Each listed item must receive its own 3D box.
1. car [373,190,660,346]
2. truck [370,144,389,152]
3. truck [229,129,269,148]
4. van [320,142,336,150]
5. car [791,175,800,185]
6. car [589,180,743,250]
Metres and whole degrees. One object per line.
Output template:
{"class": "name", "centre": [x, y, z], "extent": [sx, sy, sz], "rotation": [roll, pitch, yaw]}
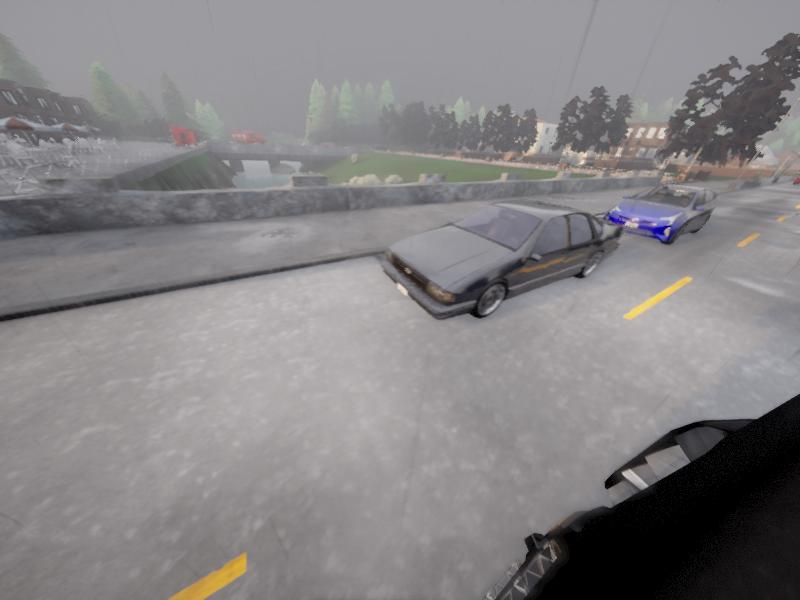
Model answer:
{"class": "car", "centre": [2.360, -1.142, 4.572], "extent": [5.357, 1.411, 2.033], "rotation": [-16, 38, -26]}
{"class": "truck", "centre": [-7.603, -56.623, 86.139], "extent": [6.274, 2.098, 2.390], "rotation": [-16, 38, -26]}
{"class": "truck", "centre": [-41.988, -44.976, 64.431], "extent": [8.468, 3.827, 2.891], "rotation": [-16, 38, -26]}
{"class": "van", "centre": [-24.245, -51.840, 77.768], "extent": [4.442, 1.987, 1.775], "rotation": [-16, 38, -26]}
{"class": "car", "centre": [59.129, -17.548, 33.040], "extent": [5.566, 2.045, 2.150], "rotation": [-16, 38, -26]}
{"class": "car", "centre": [9.127, -3.126, 7.959], "extent": [4.514, 1.525, 2.007], "rotation": [-16, 38, -26]}
